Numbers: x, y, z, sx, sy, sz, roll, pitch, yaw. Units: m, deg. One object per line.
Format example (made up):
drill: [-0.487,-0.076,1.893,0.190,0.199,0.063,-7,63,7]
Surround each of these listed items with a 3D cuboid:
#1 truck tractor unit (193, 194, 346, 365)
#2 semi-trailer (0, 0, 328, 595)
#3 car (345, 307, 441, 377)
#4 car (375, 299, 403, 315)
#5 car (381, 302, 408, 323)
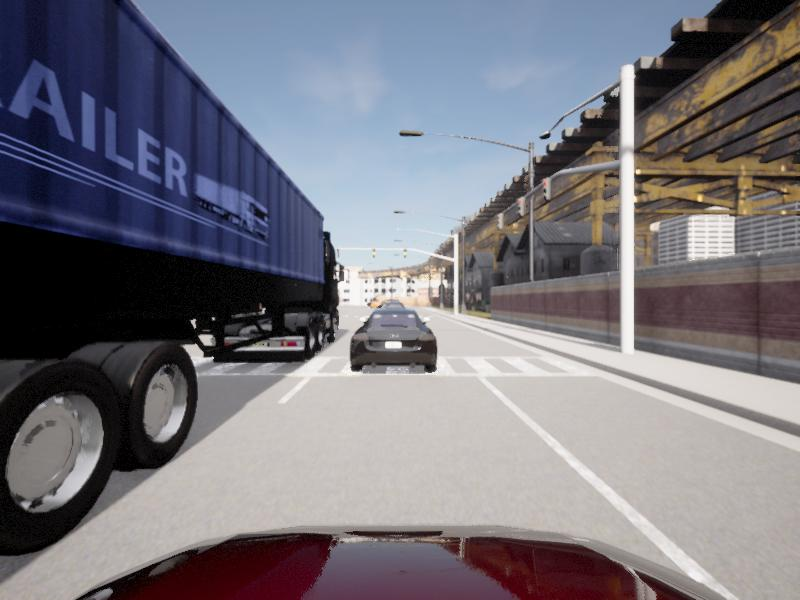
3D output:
truck tractor unit: [-3.646,-0.518,13.150,3.053,4.208,6.516,0,0,-2]
semi-trailer: [-3.529,-0.619,5.237,2.717,4.402,14.254,0,0,-1]
car: [-0.141,0.913,10.395,1.994,1.385,4.181,0,0,0]
car: [-1.290,0.775,44.304,2.242,1.667,4.611,0,0,-13]
car: [-0.388,0.882,29.689,1.812,1.442,4.674,0,0,-1]
